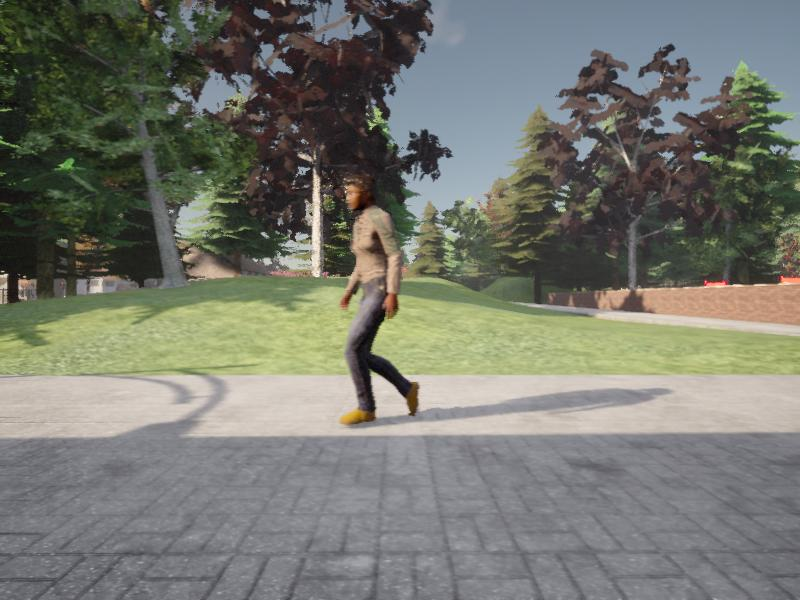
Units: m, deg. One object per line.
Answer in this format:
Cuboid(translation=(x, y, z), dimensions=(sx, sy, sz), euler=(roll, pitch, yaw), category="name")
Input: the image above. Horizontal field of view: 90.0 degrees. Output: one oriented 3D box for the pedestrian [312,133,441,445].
Cuboid(translation=(-0.207, -0.067, 2.858), dimensions=(0.751, 1.860, 0.751), euler=(0, 0, -18), category="pedestrian")
